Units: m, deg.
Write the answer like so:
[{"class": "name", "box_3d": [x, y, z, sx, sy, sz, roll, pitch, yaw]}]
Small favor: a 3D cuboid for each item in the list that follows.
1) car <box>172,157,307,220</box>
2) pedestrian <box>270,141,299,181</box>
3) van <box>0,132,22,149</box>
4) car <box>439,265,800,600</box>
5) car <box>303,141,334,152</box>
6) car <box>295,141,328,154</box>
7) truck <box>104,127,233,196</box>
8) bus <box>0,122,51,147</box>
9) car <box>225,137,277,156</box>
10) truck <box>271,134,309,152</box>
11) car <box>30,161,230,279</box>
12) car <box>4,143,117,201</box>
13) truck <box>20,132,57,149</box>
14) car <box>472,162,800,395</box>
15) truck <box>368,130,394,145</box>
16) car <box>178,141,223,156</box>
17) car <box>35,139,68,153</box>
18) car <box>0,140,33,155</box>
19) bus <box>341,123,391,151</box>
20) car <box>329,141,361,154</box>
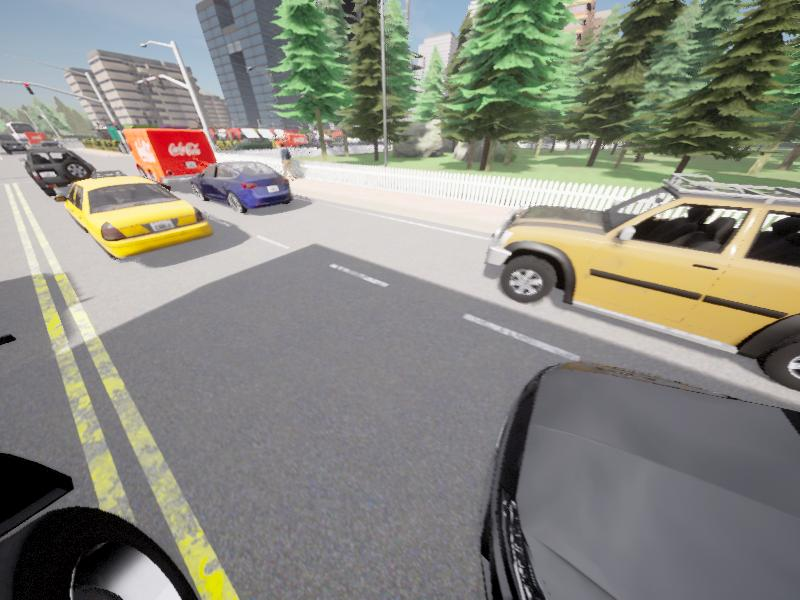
[{"class": "car", "box_3d": [-6.217, -4.516, 8.941, 4.792, 1.488, 2.163, 22, 41, 28]}, {"class": "pedestrian", "box_3d": [-6.451, -7.831, 12.995, 0.751, 1.860, 0.751, 22, 41, 27]}, {"class": "van", "box_3d": [-73.805, -29.900, 43.201, 5.915, 2.561, 1.988, 22, 41, 28]}, {"class": "car", "box_3d": [2.465, 1.465, 0.576, 4.193, 1.474, 1.816, 22, 41, 28]}, {"class": "car", "box_3d": [-14.675, -27.893, 41.883, 2.038, 1.542, 4.974, 21, 40, 26]}, {"class": "car", "box_3d": [-14.146, -24.674, 37.339, 2.007, 1.525, 4.514, 21, 40, 26]}, {"class": "truck", "box_3d": [-11.616, -7.112, 11.695, 5.204, 2.467, 2.627, 22, 41, 28]}, {"class": "bus", "box_3d": [-84.310, -37.211, 51.980, 10.273, 4.253, 3.944, 22, 40, 27]}, {"class": "car", "box_3d": [-21.326, -22.290, 33.442, 2.150, 2.045, 5.566, 21, 40, 26]}, {"class": "truck", "box_3d": [-19.349, -27.871, 40.990, 2.627, 2.467, 5.204, 21, 40, 26]}, {"class": "car", "box_3d": [-6.849, -2.354, 5.789, 5.366, 1.575, 1.801, 22, 41, 28]}, {"class": "car", "box_3d": [-15.692, -6.060, 10.684, 4.605, 1.855, 1.932, 22, 41, 28]}, {"class": "truck", "box_3d": [-68.120, -30.007, 43.506, 5.204, 2.467, 2.627, 22, 41, 28]}, {"class": "car", "box_3d": [3.745, -0.642, 3.220, 4.605, 1.855, 1.932, 22, 41, 28]}, {"class": "truck", "box_3d": [-6.527, -54.926, 78.125, 8.468, 3.827, 2.891, 21, 40, 26]}, {"class": "car", "box_3d": [-27.184, -20.753, 31.586, 1.851, 1.617, 3.988, 23, 41, 28]}, {"class": "car", "box_3d": [-53.814, -23.869, 35.691, 5.238, 1.638, 1.930, 22, 41, 28]}, {"class": "car", "box_3d": [-54.141, -21.468, 32.449, 4.514, 1.525, 2.007, 22, 41, 28]}, {"class": "bus", "box_3d": [-6.360, -32.709, 46.428, 3.944, 4.253, 10.273, 21, 40, 26]}, {"class": "car", "box_3d": [-9.046, -25.497, 38.457, 1.930, 1.638, 5.238, 21, 40, 26]}]
